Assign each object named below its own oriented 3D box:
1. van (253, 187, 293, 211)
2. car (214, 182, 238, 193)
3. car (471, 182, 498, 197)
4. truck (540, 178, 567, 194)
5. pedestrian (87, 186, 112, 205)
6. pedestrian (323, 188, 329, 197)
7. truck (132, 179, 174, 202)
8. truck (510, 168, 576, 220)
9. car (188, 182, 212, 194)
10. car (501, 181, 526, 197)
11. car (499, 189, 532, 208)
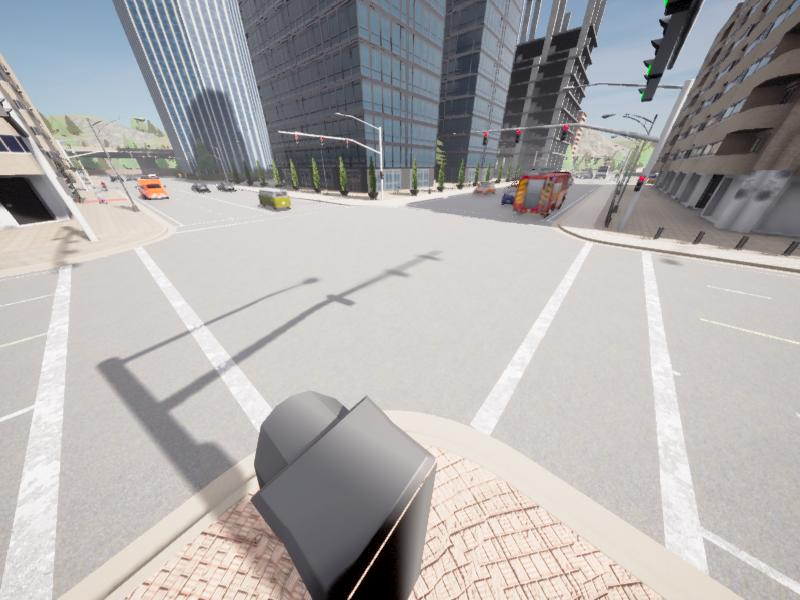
[{"bbox_3d":[-13.817,-11.061,25.179,4.442,1.987,1.775,23,37,34],"label":"van"},{"bbox_3d":[-32.129,-20.850,42.594,4.514,1.525,2.007,23,37,34],"label":"car"},{"bbox_3d":[13.319,-17.416,36.264,2.097,1.767,4.553,23,37,34],"label":"car"},{"bbox_3d":[27.339,-20.388,41.108,2.390,2.098,6.274,23,37,34],"label":"truck"},{"bbox_3d":[-34.618,-12.028,26.625,0.751,1.860,0.751,-2,30,-3],"label":"pedestrian"},{"bbox_3d":[-10.865,-15.763,33.854,0.500,1.100,0.500,22,37,33],"label":"pedestrian"},{"bbox_3d":[-34.273,-15.295,32.041,5.204,2.467,2.627,22,37,34],"label":"truck"},{"bbox_3d":[14.029,-10.604,22.434,2.891,3.827,8.468,23,37,34],"label":"truck"},{"bbox_3d":[-35.766,-20.092,41.280,4.514,1.525,2.007,23,37,34],"label":"car"},{"bbox_3d":[17.824,-17.398,36.153,1.932,1.855,4.605,23,37,34],"label":"car"},{"bbox_3d":[13.732,-12.144,27.390,1.882,1.535,5.008,23,37,34],"label":"car"}]
